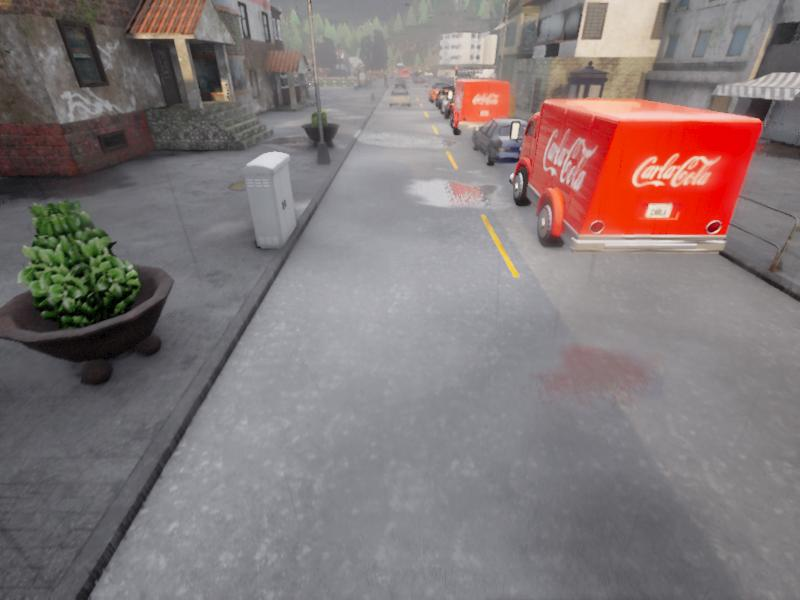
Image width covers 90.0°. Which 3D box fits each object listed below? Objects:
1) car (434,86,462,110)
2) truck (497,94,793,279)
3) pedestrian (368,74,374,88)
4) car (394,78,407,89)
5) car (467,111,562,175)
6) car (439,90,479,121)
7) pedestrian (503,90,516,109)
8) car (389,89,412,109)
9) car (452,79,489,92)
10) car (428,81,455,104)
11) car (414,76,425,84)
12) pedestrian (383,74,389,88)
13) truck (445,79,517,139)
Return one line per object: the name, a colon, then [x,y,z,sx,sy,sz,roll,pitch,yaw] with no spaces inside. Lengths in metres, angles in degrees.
car: [4.004,-17.081,33.741,1.851,1.617,3.988,0,30,0]
truck: [4.000,-2.730,8.271,2.627,2.467,5.204,0,30,0]
pedestrian: [-4.672,-35.004,63.974,0.751,1.860,0.751,4,30,6]
car: [0.030,-36.284,66.889,2.033,1.411,5.357,0,30,0]
car: [4.002,-6.065,15.058,2.033,1.411,5.357,0,30,0]
car: [4.003,-13.649,27.930,2.038,1.542,4.974,0,30,0]
pedestrian: [8.805,-16.160,32.212,0.751,1.300,0.751,0,30,0]
car: [0.001,-17.841,35.352,1.895,1.301,4.718,0,30,0]
car: [9.830,-29.911,55.861,4.892,1.490,1.837,4,31,7]
car: [3.999,-20.476,39.377,2.097,1.767,4.553,0,30,0]
car: [4.021,-45.586,82.868,1.994,1.385,4.181,-1,30,-1]
pedestrian: [-2.233,-34.642,63.353,0.751,1.860,0.751,9,31,15]
truck: [4.001,-10.174,21.032,2.627,2.467,5.204,0,30,0]
